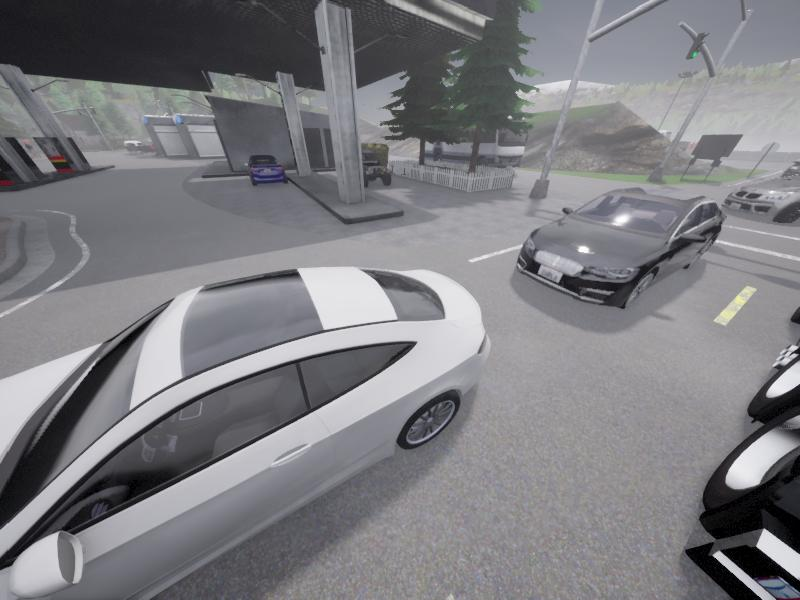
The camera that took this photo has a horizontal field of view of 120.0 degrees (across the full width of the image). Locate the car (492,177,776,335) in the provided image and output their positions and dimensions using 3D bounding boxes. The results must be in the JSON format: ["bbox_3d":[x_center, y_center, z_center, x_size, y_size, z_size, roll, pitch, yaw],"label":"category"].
[{"bbox_3d":[4.568,-1.333,4.622,4.902,1.511,2.128,-18,39,-24],"label":"car"}]

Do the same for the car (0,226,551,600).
[{"bbox_3d":[-1.279,0.678,1.915,4.674,1.442,1.812,-18,38,-25],"label":"car"}]

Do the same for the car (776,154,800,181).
[{"bbox_3d":[30.433,-9.772,16.911,4.974,1.542,2.038,-18,39,-24],"label":"car"}]

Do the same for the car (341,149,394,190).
[{"bbox_3d":[-2.173,-8.580,14.997,1.905,1.878,3.866,-18,39,-25],"label":"car"}]

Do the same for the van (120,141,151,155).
[{"bbox_3d":[-46.897,-27.085,41.085,2.069,2.038,4.480,-18,39,-24],"label":"van"}]

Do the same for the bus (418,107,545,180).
[{"bbox_3d":[6.233,-13.980,20.727,3.944,4.253,10.273,-18,39,-24],"label":"bus"}]

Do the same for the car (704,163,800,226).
[{"bbox_3d":[15.018,-3.688,8.090,4.611,1.667,2.242,8,35,11],"label":"car"}]

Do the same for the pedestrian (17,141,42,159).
[{"bbox_3d":[-48.346,-19.611,30.191,0.751,1.860,0.751,-18,39,-24],"label":"pedestrian"}]

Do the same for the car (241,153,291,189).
[{"bbox_3d":[-9.248,-8.986,15.820,2.242,1.667,4.611,-18,39,-25],"label":"car"}]

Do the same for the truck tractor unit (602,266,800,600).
[{"bbox_3d":[5.112,-0.300,0.778,6.516,4.208,3.053,-18,39,-24],"label":"truck tractor unit"}]
